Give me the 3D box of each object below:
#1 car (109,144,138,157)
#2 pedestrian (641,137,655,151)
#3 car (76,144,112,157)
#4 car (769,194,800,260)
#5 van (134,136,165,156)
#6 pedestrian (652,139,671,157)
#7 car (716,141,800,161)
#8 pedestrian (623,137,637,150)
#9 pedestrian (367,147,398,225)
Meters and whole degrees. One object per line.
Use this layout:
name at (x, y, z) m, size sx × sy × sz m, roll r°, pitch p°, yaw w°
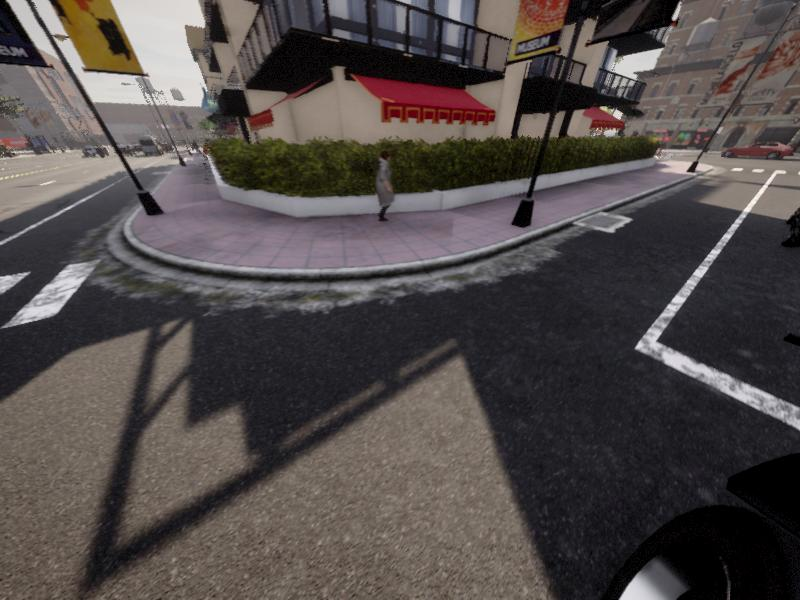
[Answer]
car at (-44.222, -24.075, 37.098) m, size 1.837 × 1.490 × 4.892 m, roll -22°, pitch 41°, yaw -28°
pedestrian at (41.860, -26.355, 38.987) m, size 0.751 × 1.860 × 0.751 m, roll -12°, pitch 37°, yaw -17°
car at (-47.629, -23.349, 36.080) m, size 2.128 × 1.511 × 4.902 m, roll -22°, pitch 41°, yaw -28°
car at (11.357, -2.072, 5.538) m, size 5.357 × 1.411 × 2.033 m, roll -22°, pitch 41°, yaw -28°
van at (-41.058, -25.432, 38.084) m, size 1.988 × 2.561 × 5.915 m, roll -22°, pitch 41°, yaw -28°
pedestrian at (33.206, -19.296, 29.319) m, size 0.751 × 1.860 × 0.751 m, roll -20°, pitch 40°, yaw -26°
car at (40.405, -16.882, 26.087) m, size 2.152 × 1.651 × 5.027 m, roll -15°, pitch 38°, yaw -20°
pedestrian at (40.518, -27.580, 40.734) m, size 0.751 × 1.860 × 0.751 m, roll -11°, pitch 36°, yaw -14°
pedestrian at (-0.470, -3.187, 6.506) m, size 0.751 × 1.860 × 0.751 m, roll -5°, pitch 35°, yaw -6°
